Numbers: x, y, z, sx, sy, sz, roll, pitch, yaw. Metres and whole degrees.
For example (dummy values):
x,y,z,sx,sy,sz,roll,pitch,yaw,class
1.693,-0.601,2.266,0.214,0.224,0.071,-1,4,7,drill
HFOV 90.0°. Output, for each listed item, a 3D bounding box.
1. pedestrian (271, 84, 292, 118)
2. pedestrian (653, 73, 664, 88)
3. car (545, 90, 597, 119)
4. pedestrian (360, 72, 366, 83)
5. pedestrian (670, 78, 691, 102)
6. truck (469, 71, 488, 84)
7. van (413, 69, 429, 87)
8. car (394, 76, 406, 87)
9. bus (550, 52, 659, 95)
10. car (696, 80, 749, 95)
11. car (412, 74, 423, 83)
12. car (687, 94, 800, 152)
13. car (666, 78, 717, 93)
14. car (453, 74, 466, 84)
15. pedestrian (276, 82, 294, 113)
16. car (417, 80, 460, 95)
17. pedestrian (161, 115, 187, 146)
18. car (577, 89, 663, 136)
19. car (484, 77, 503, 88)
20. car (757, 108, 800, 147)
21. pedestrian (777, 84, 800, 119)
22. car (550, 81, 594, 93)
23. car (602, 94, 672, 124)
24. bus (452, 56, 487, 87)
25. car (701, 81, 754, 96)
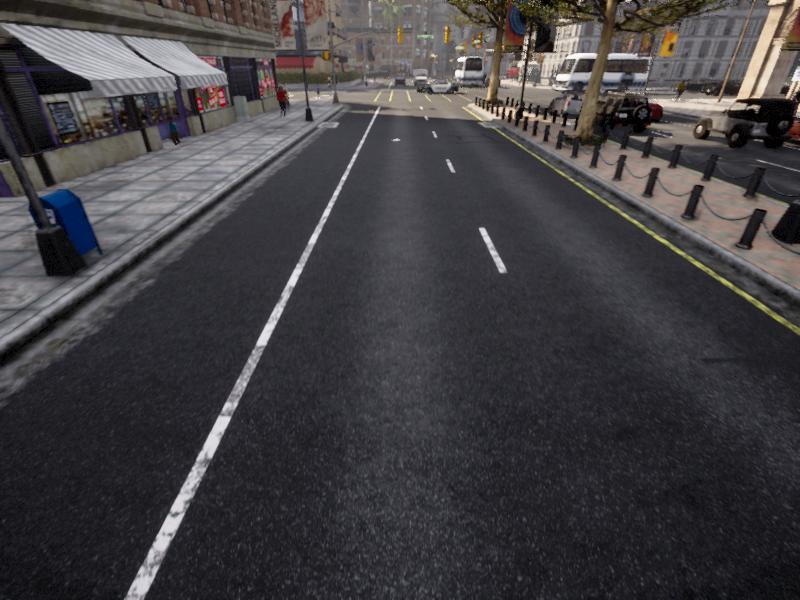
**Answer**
x,y,z,sx,sy,sz,roll,pitch,yaw,class
-7.417,-12.494,25.107,0.751,1.860,0.751,3,30,4,pedestrian
38.778,-32.957,60.039,0.751,1.860,0.751,0,30,0,pedestrian
11.523,-13.368,27.282,1.845,1.501,3.633,0,30,0,car
-7.006,-42.133,75.676,0.751,1.860,0.751,4,31,7,pedestrian
25.640,-19.203,36.567,0.751,1.860,0.751,-2,30,-3,pedestrian
15.037,-43.054,77.369,2.390,2.098,6.274,0,30,0,truck
3.531,-38.220,68.793,2.351,2.431,6.366,0,30,0,van
0.032,-37.543,68.658,2.033,1.411,5.357,0,30,0,car
23.994,-26.796,47.509,10.273,4.253,3.944,-3,30,-6,bus
39.343,-26.047,48.927,4.514,1.525,2.007,0,30,0,car
3.584,-45.339,81.844,2.128,1.511,4.902,0,30,0,car
15.013,-7.802,17.428,1.905,1.878,3.866,0,30,0,car
37.789,-27.876,51.908,4.611,1.667,2.242,0,30,0,car
11.537,-42.884,77.591,1.801,1.575,5.366,0,30,0,car
-7.908,-13.921,27.542,0.751,1.860,0.751,1,30,1,pedestrian
4.594,-25.965,48.771,4.974,1.542,2.038,0,30,0,car
-9.278,-6.970,16.433,0.500,1.100,0.500,-1,30,-2,pedestrian
11.512,-10.128,21.408,1.932,1.855,4.605,0,30,0,car
15.012,-35.165,64.557,1.812,1.442,4.674,-1,30,-1,car
18.261,-7.226,17.026,1.895,1.301,4.718,0,30,0,car
24.426,-12.250,24.704,0.751,1.860,0.751,-4,31,-6,pedestrian
22.241,-27.679,51.934,4.718,1.301,1.895,0,30,0,car
15.015,-12.324,25.660,1.994,1.385,4.181,0,30,0,car
11.411,-38.397,67.294,3.944,4.253,10.273,0,30,0,bus
37.570,-24.259,45.928,4.193,1.474,1.816,0,30,0,car
